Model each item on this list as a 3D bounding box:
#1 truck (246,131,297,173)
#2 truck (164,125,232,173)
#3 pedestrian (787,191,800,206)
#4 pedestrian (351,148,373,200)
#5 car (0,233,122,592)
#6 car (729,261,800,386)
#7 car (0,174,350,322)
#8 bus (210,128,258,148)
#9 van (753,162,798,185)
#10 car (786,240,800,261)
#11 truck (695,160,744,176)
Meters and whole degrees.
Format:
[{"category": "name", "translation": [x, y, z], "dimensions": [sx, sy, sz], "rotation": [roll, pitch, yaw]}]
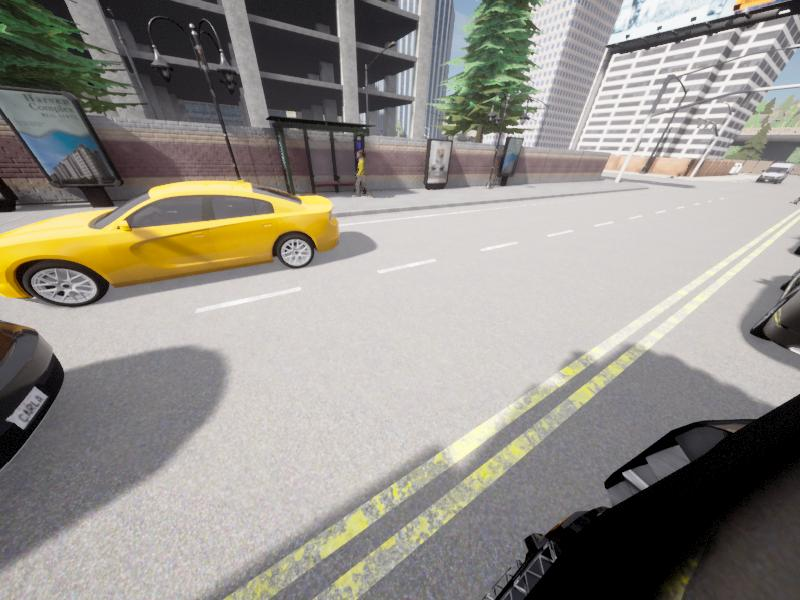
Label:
[{"category": "truck", "translation": [-10.481, -11.993, 18.676], "dimensions": [2.615, 2.467, 5.204], "rotation": [-16, 38, -26]}, {"category": "truck", "translation": [-14.207, -10.930, 16.786], "dimensions": [2.615, 2.467, 5.204], "rotation": [-16, 38, -26]}, {"category": "pedestrian", "translation": [26.931, -7.147, 15.068], "dimensions": [0.751, 1.860, 0.751], "rotation": [-10, 36, -19]}, {"category": "pedestrian", "translation": [-1.608, -5.374, 9.914], "dimensions": [0.751, 1.860, 0.751], "rotation": [-8, 35, -16]}, {"category": "car", "translation": [-4.771, 1.161, 0.479], "dimensions": [4.892, 1.490, 1.837], "rotation": [-16, 38, -26]}, {"category": "car", "translation": [7.289, -0.096, 3.171], "dimensions": [5.238, 1.638, 1.930], "rotation": [-16, 38, -26]}, {"category": "car", "translation": [-3.724, -1.391, 4.363], "dimensions": [5.008, 1.535, 1.882], "rotation": [-16, 38, -26]}, {"category": "bus", "translation": [-48.602, -47.660, 68.108], "dimensions": [10.273, 4.253, 3.944], "rotation": [-16, 38, -26]}, {"category": "van", "translation": [54.639, -18.405, 33.595], "dimensions": [5.915, 2.561, 1.988], "rotation": [-16, 38, -26]}, {"category": "car", "translation": [13.676, -1.922, 6.389], "dimensions": [4.611, 1.667, 2.242], "rotation": [-16, 38, -26]}, {"category": "truck", "translation": [67.199, -27.916, 48.704], "dimensions": [2.615, 2.467, 5.204], "rotation": [-16, 38, -26]}]
